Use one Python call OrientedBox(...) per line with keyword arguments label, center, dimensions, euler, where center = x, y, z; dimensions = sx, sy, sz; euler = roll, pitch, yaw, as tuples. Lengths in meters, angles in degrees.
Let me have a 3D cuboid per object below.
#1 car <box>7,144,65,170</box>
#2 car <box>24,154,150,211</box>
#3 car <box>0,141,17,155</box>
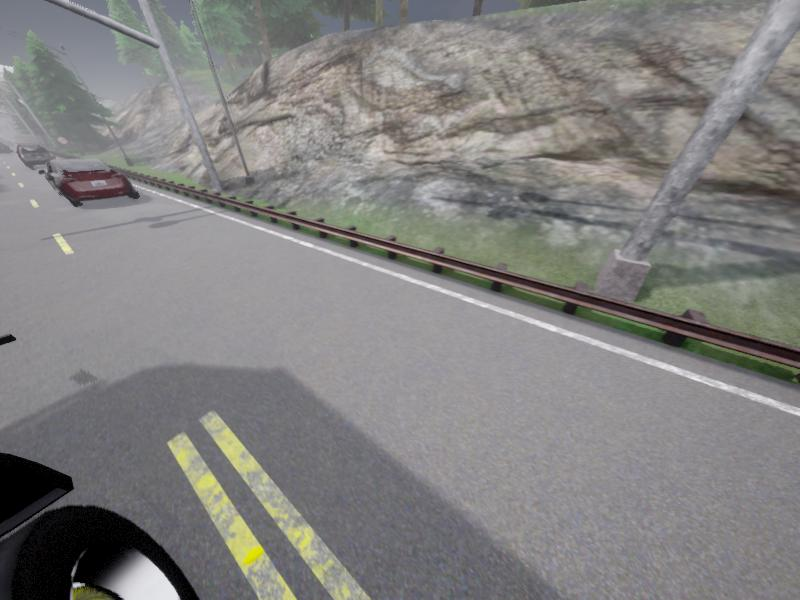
OrientedBox(label="car", center=(-30.327, -12.002, 19.258), dimensions=(3.988, 1.617, 1.851), euler=(22, 41, 27))
OrientedBox(label="car", center=(-13.240, -5.130, 9.771), dimensions=(4.792, 1.488, 2.163), euler=(22, 41, 27))
OrientedBox(label="car", center=(-61.524, -22.435, 34.131), dimensions=(4.611, 1.667, 2.242), euler=(-8, 36, -11))
